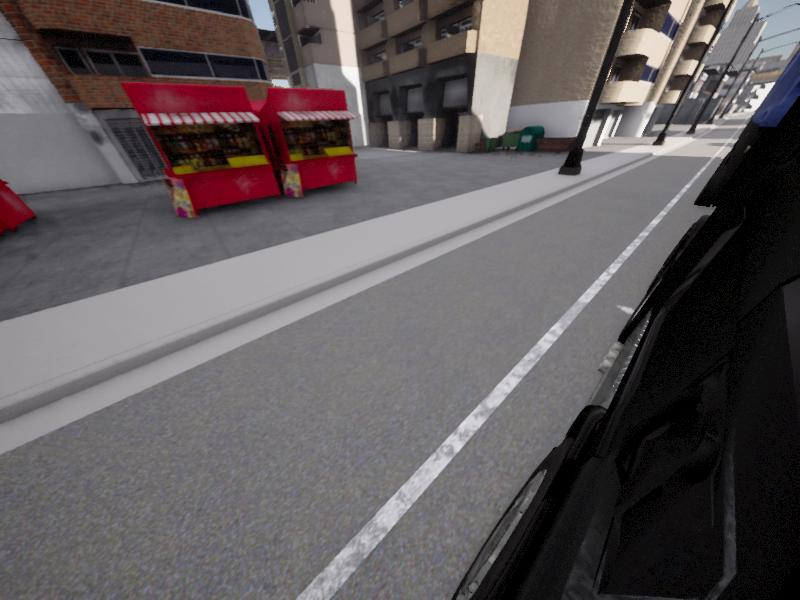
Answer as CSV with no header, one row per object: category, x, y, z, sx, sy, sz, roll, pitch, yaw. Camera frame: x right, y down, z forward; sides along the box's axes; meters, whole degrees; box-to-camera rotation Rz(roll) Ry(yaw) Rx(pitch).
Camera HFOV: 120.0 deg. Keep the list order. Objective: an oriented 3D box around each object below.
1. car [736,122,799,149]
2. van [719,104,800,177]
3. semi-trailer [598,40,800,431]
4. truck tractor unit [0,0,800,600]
car,29.880,-13.521,18.932,4.902,1.511,2.128,-28,43,-30
van,18.401,-7.860,11.164,6.366,2.431,2.351,-28,43,-30
semi-trailer,8.683,-3.592,4.275,14.254,4.402,2.717,-28,44,-30
truck tractor unit,2.645,-0.295,0.351,6.516,4.208,3.053,-28,44,-30
